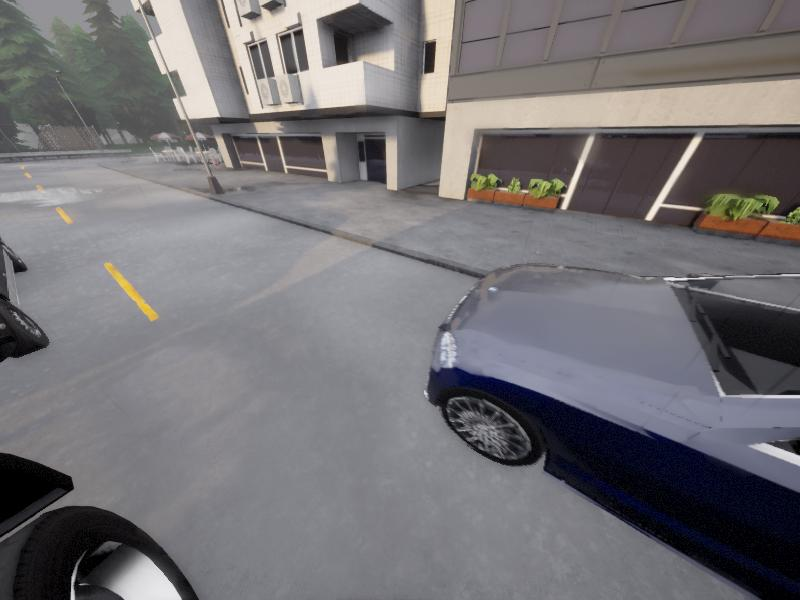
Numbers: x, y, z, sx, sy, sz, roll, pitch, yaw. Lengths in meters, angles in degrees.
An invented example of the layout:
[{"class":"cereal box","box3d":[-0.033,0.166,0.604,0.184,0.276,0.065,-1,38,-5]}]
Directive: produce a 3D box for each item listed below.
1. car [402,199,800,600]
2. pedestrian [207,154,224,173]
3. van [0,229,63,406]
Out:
[{"class":"car","box3d":[2.696,0.771,1.431,5.027,1.651,2.152,22,41,28]},{"class":"pedestrian","box3d":[-13.107,-9.701,16.419,0.500,1.100,0.500,24,41,29]},{"class":"van","box3d":[-6.845,-0.658,2.608,5.915,2.561,1.988,22,40,28]}]
